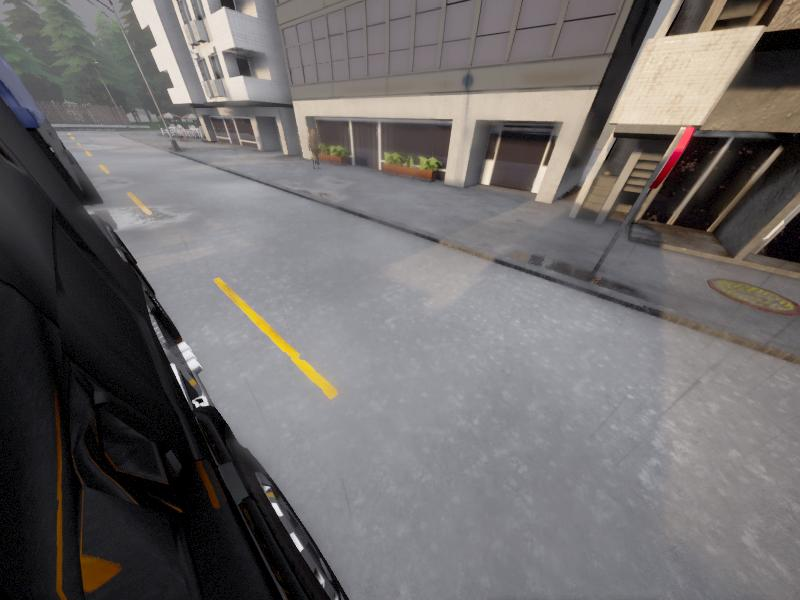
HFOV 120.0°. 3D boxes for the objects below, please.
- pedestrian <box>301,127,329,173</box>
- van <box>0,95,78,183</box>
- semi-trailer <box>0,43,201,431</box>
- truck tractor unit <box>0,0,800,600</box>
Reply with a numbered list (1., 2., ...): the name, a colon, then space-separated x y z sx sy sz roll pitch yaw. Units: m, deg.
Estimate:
1. pedestrian: -4.321 -7.657 11.836 0.751 1.860 0.751 31 45 33
2. van: -16.355 -6.922 9.756 5.915 2.561 1.988 28 43 30
3. semi-trailer: -8.692 -3.611 4.232 14.254 4.402 2.717 28 44 30
4. truck tractor unit: -2.645 -0.295 0.352 6.516 4.208 3.053 28 44 30
